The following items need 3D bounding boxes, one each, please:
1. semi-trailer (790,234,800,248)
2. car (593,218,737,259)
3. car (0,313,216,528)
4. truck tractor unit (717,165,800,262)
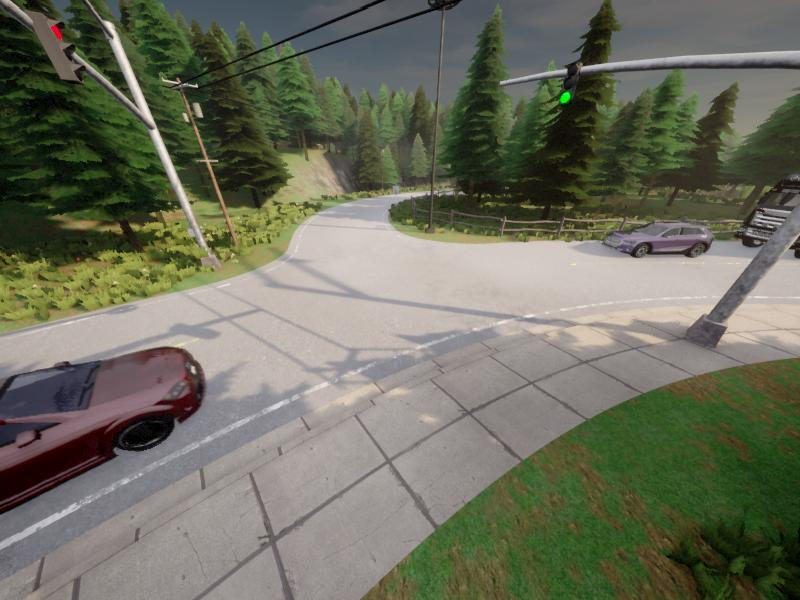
[{"bbox_3d":[30.635,-4.395,11.504,14.254,4.402,2.717,1,30,1],"label":"semi-trailer"},{"bbox_3d":[13.963,-3.365,12.511,4.856,1.649,2.033,0,30,0],"label":"car"},{"bbox_3d":[-5.774,1.962,3.544,4.181,1.385,1.994,-25,38,-36],"label":"car"},{"bbox_3d":[22.726,-4.415,11.743,6.516,4.208,3.053,1,30,1],"label":"truck tractor unit"}]
